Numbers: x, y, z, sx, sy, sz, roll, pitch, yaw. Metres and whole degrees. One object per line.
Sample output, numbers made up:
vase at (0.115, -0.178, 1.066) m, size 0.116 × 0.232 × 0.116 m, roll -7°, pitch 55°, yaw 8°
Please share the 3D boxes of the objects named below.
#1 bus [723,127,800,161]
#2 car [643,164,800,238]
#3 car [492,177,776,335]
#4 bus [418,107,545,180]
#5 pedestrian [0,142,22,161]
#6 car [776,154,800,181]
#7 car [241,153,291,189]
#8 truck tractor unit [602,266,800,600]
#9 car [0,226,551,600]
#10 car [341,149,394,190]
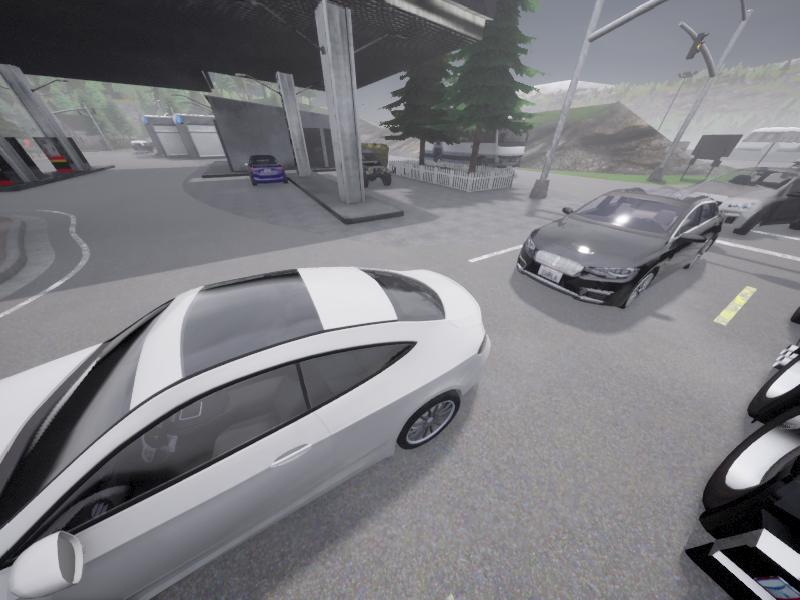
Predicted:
bus at (61.658, -24.964, 36.910) m, size 3.944 × 4.253 × 10.273 m, roll -18°, pitch 39°, yaw -24°
car at (11.303, -3.332, 7.489) m, size 4.611 × 1.667 × 2.242 m, roll -7°, pitch 35°, yaw -13°
car at (4.568, -1.333, 4.622) m, size 4.902 × 1.511 × 2.128 m, roll -18°, pitch 39°, yaw -24°
bus at (6.234, -13.979, 20.727) m, size 3.944 × 4.253 × 10.273 m, roll -18°, pitch 39°, yaw -24°
pedestrian at (-46.211, -17.503, 27.181) m, size 0.751 × 1.860 × 0.751 m, roll -18°, pitch 39°, yaw -24°
car at (30.433, -9.771, 16.911) m, size 4.974 × 1.542 × 2.038 m, roll -18°, pitch 39°, yaw -24°
car at (-9.247, -8.986, 15.820) m, size 2.242 × 1.667 × 4.611 m, roll -18°, pitch 39°, yaw -25°
truck tractor unit at (5.112, -0.300, 0.778) m, size 6.516 × 4.208 × 3.053 m, roll -18°, pitch 39°, yaw -24°
car at (-1.279, 0.678, 1.915) m, size 4.674 × 1.442 × 1.812 m, roll -18°, pitch 38°, yaw -25°
car at (-2.172, -8.580, 14.997) m, size 1.905 × 1.878 × 3.866 m, roll -18°, pitch 39°, yaw -25°
